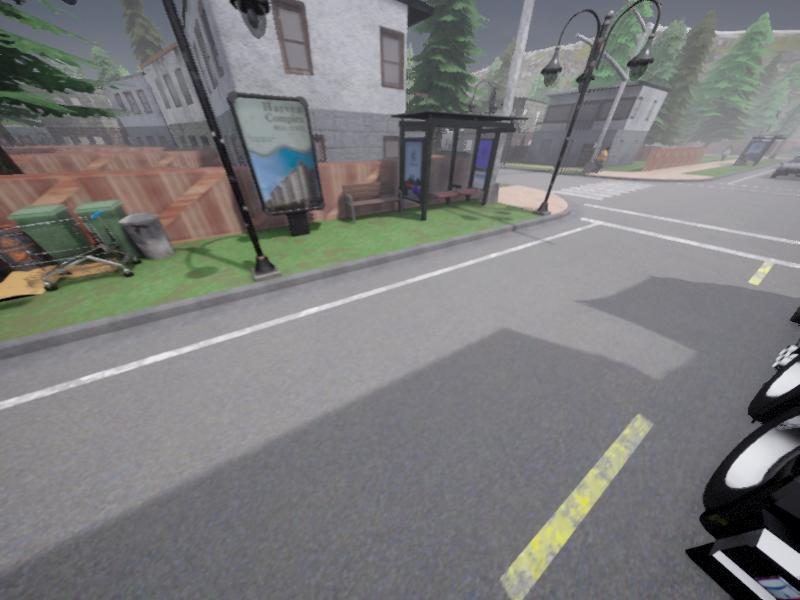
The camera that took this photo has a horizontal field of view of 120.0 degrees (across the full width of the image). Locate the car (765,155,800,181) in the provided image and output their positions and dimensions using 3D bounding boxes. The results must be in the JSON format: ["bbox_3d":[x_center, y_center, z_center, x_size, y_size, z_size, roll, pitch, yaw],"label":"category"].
[{"bbox_3d":[30.261,-9.979,17.392,5.357,1.411,2.033,-19,39,-25],"label":"car"}]

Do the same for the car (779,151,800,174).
[{"bbox_3d":[36.492,-12.186,20.419,5.027,1.651,2.152,-19,39,-25],"label":"car"}]

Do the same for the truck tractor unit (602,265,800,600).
[{"bbox_3d":[5.114,-0.296,0.781,6.516,4.208,3.053,-18,39,-24],"label":"truck tractor unit"}]

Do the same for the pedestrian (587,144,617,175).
[{"bbox_3d":[14.812,-10.295,16.962,0.751,1.860,0.751,-14,37,-20],"label":"pedestrian"}]
